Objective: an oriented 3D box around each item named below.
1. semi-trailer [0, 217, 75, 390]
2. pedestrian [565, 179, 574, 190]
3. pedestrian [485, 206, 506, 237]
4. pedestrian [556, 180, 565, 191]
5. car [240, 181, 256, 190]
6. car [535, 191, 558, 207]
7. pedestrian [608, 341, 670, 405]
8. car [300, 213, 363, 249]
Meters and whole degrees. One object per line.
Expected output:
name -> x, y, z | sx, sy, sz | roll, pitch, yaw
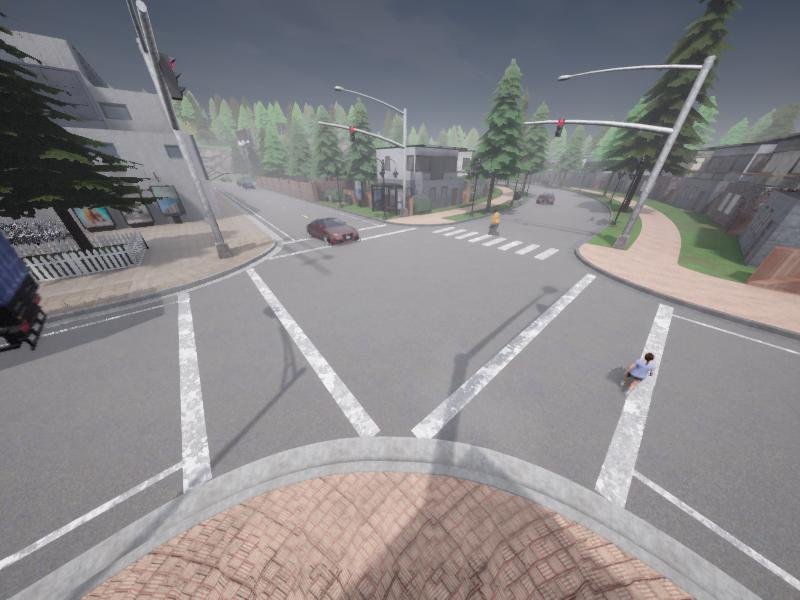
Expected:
semi-trailer -> -14.643, 1.465, 1.179 | 2.717, 4.402, 14.254 | 29, 36, 35
pedestrian -> 34.405, -23.415, 46.871 | 0.751, 1.860, 0.751 | -13, 32, -21
pedestrian -> 6.554, -5.391, 15.956 | 0.751, 1.860, 0.751 | -25, 38, -36
pedestrian -> 32.157, -22.881, 46.251 | 0.751, 1.860, 0.751 | 8, 31, 13
car -> -33.651, -25.442, 51.109 | 2.007, 1.525, 4.514 | -22, 37, -33
car -> 19.104, -13.198, 30.019 | 1.994, 1.385, 4.181 | 18, 35, 28
pedestrian -> 4.925, 1.510, 4.803 | 0.500, 1.100, 0.500 | 26, 39, 37
car -> -4.598, -4.713, 15.362 | 4.181, 1.385, 1.994 | 26, 39, 38
